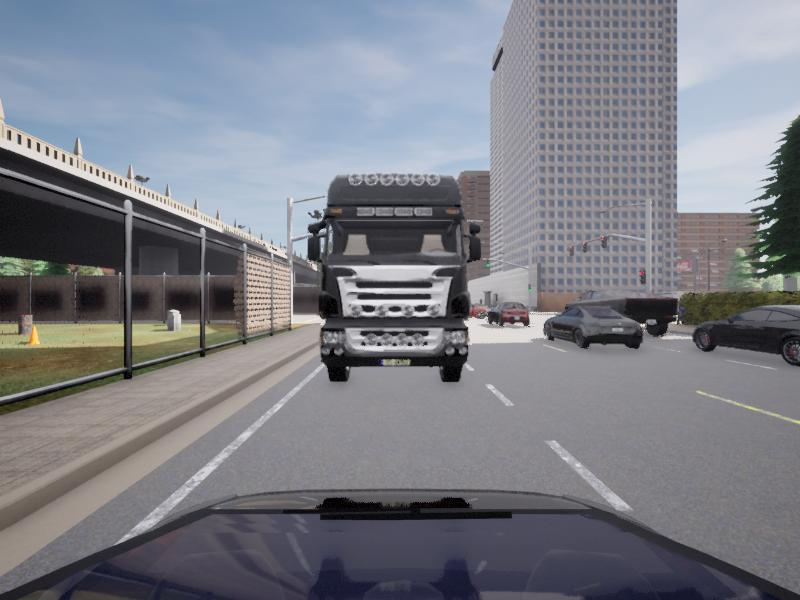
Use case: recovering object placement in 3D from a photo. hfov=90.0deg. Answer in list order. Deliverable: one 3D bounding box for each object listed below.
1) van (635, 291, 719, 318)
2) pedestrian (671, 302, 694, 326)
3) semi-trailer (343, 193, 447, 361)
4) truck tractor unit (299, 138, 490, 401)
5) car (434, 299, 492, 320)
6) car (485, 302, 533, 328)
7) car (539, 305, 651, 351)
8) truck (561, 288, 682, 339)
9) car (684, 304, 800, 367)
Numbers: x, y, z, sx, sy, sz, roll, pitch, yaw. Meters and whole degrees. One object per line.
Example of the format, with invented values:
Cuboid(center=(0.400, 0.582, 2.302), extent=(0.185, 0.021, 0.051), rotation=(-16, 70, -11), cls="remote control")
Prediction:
Cuboid(center=(26.137, 0.433, 37.970), extent=(6.366, 2.431, 2.351), rotation=(0, 0, -1), cls="van")
Cuboid(center=(15.701, 0.765, 22.263), extent=(0.751, 1.300, 0.751), rotation=(0, 0, -6), cls="pedestrian")
Cuboid(center=(-0.217, -0.619, 17.596), extent=(2.717, 4.402, 14.254), rotation=(0, 0, -1), cls="semi-trailer")
Cuboid(center=(-0.123, -0.498, 9.675), extent=(3.053, 4.208, 6.516), rotation=(0, 0, -1), cls="truck tractor unit")
Cuboid(center=(5.326, 0.785, 34.185), extent=(4.611, 1.667, 2.242), rotation=(0, 0, -1), cls="car")
Cuboid(center=(6.701, 0.868, 25.057), extent=(1.816, 1.474, 4.193), rotation=(0, -1, -1), cls="car")
Cuboid(center=(6.821, 0.907, 14.583), extent=(1.994, 1.385, 4.181), rotation=(0, 0, -1), cls="car")
Cuboid(center=(10.286, 0.542, 19.454), extent=(2.390, 2.098, 6.274), rotation=(0, 0, 0), cls="truck")
Cuboid(center=(10.361, 0.870, 10.934), extent=(1.812, 1.442, 4.674), rotation=(0, 0, -1), cls="car")
